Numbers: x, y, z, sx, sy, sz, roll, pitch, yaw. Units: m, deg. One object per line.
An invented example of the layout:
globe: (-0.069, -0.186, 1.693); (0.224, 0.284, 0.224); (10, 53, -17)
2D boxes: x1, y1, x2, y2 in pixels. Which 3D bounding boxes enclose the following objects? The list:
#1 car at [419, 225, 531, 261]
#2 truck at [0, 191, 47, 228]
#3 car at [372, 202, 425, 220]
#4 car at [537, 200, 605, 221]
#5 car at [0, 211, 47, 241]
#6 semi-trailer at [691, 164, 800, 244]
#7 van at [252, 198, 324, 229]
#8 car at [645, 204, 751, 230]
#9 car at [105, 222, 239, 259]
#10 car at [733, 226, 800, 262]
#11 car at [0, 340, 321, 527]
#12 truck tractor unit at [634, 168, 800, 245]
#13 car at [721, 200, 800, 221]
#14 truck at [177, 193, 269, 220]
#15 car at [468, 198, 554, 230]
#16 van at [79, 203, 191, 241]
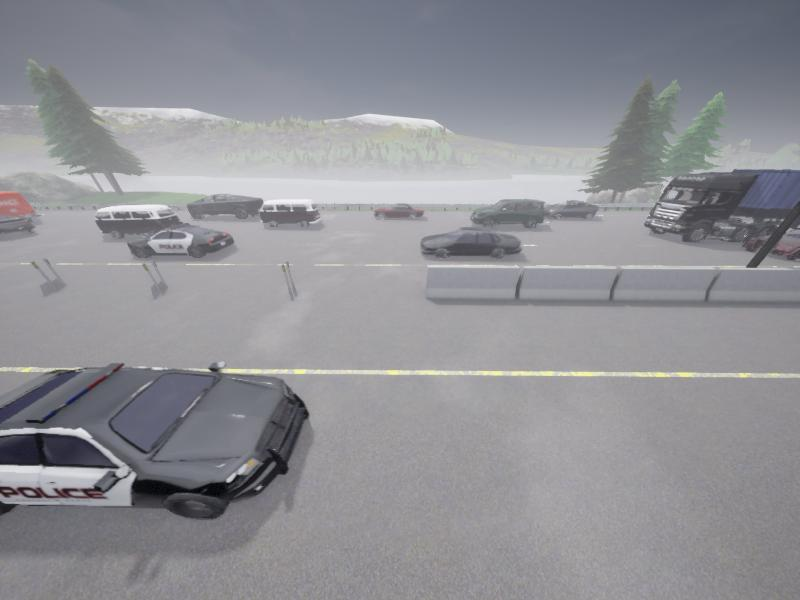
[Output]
car: (3.849, -3.209, 12.769); (5.357, 1.411, 2.033); (0, 30, 1)
truck: (-34.215, -7.407, 18.938); (5.204, 2.467, 2.627); (-1, 30, 0)
car: (-0.122, -8.436, 21.922); (4.718, 1.301, 1.895); (0, 30, 1)
car: (15.897, -8.452, 21.719); (4.514, 1.525, 2.007); (0, 30, 0)
car: (-29.013, -5.196, 16.095); (4.902, 1.511, 2.128); (0, 30, 0)
semi-trailer: (28.725, -6.115, 14.776); (14.254, 4.402, 2.717); (0, 30, 1)
van: (-8.884, -7.055, 18.785); (4.480, 2.038, 2.069); (0, 30, 1)
car: (23.679, -6.704, 18.595); (5.027, 1.651, 2.152); (0, 30, 1)
car: (-12.343, -3.353, 12.879); (4.974, 1.542, 2.038); (0, 30, 1)
car: (22.018, -3.102, 12.611); (4.181, 1.385, 1.994); (0, 30, 0)
car: (-4.200, 1.938, 3.711); (4.974, 1.542, 2.038); (1, 30, 0)
truck tractor unit: (20.809, -6.093, 14.934); (6.516, 4.208, 3.053); (1, 30, 1)
car: (34.321, -8.385, 21.549); (5.366, 1.575, 1.801); (0, 30, 0)
truck: (-16.457, -8.871, 21.871); (6.274, 2.098, 2.390); (0, 30, 1)
car: (8.704, -6.963, 18.623); (5.566, 2.045, 2.150); (1, 30, 0)
van: (-17.930, -5.416, 15.937); (4.480, 2.038, 2.069); (-1, 30, 0)
